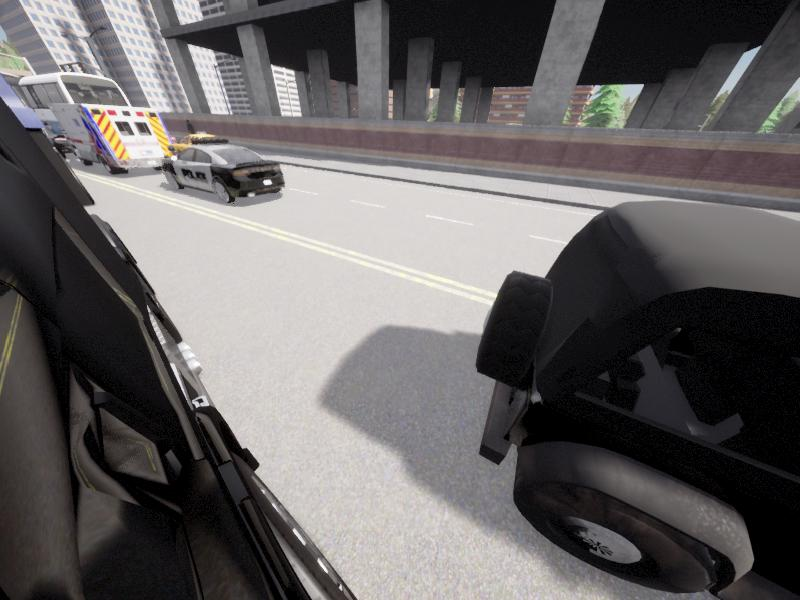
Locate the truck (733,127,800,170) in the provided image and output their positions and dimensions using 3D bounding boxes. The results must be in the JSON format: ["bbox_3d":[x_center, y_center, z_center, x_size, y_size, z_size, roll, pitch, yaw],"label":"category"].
[{"bbox_3d":[46.170,-18.277,27.749,2.891,3.827,8.468,20,40,21],"label":"truck"}]

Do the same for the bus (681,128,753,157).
[{"bbox_3d":[62.081,-31.332,45.863,3.944,4.253,10.273,20,40,21],"label":"bus"}]

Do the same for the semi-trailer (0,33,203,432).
[{"bbox_3d":[-8.778,-3.551,4.147,14.254,4.402,2.717,27,43,29],"label":"semi-trailer"}]

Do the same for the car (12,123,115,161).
[{"bbox_3d":[-20.214,-9.584,13.922,4.902,1.511,2.128,20,40,21],"label":"car"}]

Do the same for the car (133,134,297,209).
[{"bbox_3d":[-6.478,-4.731,8.194,5.238,1.638,1.930,20,40,21],"label":"car"}]

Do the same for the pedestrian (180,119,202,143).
[{"bbox_3d":[-20.399,-16.522,22.606,0.751,1.860,0.751,19,40,21],"label":"pedestrian"}]

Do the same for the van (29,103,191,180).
[{"bbox_3d":[-13.525,-7.569,10.886,6.366,2.431,2.351,20,40,21],"label":"van"}]

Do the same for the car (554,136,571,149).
[{"bbox_3d":[29.369,-28.523,41.782,1.905,1.878,3.866,20,40,21],"label":"car"}]

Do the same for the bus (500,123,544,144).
[{"bbox_3d":[35.116,-48.139,66.727,10.273,4.253,3.944,20,40,21],"label":"bus"}]

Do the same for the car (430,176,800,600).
[{"bbox_3d":[2.425,0.737,1.236,3.866,1.878,1.905,20,40,21],"label":"car"}]

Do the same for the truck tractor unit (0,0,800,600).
[{"bbox_3d":[-2.645,-0.295,0.351,6.516,4.208,3.053,28,44,30],"label":"truck tractor unit"}]

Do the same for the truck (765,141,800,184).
[{"bbox_3d":[30.282,-9.466,16.083,2.627,2.467,5.204,20,40,21],"label":"truck"}]

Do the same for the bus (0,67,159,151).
[{"bbox_3d":[-25.391,-14.855,18.354,10.273,4.253,3.944,20,40,21],"label":"bus"}]

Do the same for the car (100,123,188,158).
[{"bbox_3d":[-17.606,-11.105,15.990,4.611,1.667,2.242,20,40,21],"label":"car"}]

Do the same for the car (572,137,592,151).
[{"bbox_3d":[31.945,-27.598,40.708,1.905,1.878,3.866,20,40,21],"label":"car"}]

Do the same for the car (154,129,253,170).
[{"bbox_3d":[-11.396,-8.850,13.443,5.366,1.575,1.801,20,40,21],"label":"car"}]

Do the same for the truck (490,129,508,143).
[{"bbox_3d":[23.505,-38.795,54.716,2.615,2.467,5.204,20,40,21],"label":"truck"}]
